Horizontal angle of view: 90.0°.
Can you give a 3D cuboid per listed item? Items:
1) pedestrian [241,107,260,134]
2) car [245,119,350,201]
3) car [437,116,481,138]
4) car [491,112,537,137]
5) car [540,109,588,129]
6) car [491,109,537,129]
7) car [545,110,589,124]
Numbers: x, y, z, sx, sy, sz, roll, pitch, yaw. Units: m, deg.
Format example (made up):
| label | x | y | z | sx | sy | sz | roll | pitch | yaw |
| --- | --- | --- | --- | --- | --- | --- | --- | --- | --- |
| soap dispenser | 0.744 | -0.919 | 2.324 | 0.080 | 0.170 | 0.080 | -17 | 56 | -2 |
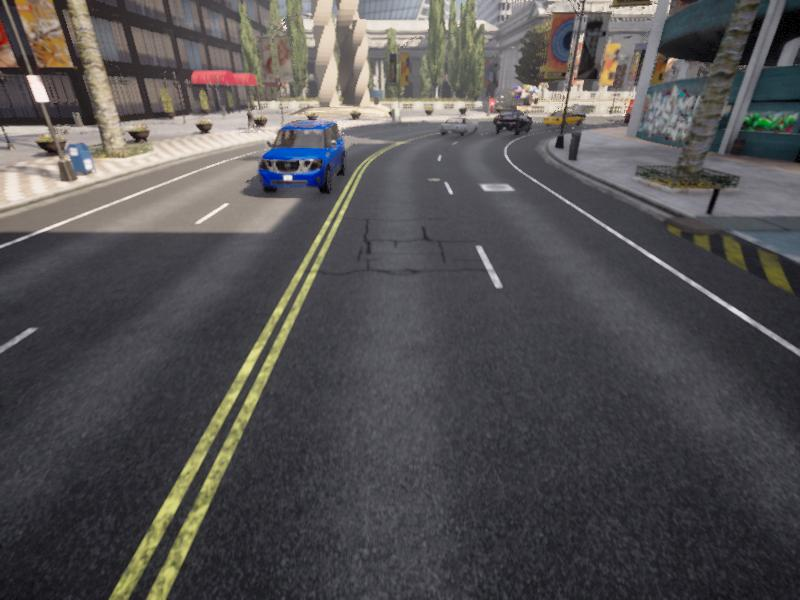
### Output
| label | x | y | z | sx | sy | sz | roll | pitch | yaw |
| --- | --- | --- | --- | --- | --- | --- | --- | --- | --- |
| pedestrian | -11.472 | -13.810 | 30.759 | 0.751 | 1.860 | 0.751 | 13 | 30 | 24 |
| car | -3.362 | -5.333 | 14.614 | 2.150 | 2.045 | 5.566 | 1 | 27 | 2 |
| car | 4.819 | -14.002 | 32.194 | 1.895 | 1.301 | 4.718 | 13 | 30 | 24 |
| car | 9.429 | -14.501 | 32.943 | 2.128 | 1.511 | 4.902 | 16 | 31 | 28 |
| car | 16.330 | -18.057 | 39.754 | 5.366 | 1.575 | 1.801 | -22 | 34 | -36 |
| car | 11.368 | -18.091 | 39.855 | 2.038 | 1.542 | 4.974 | 24 | 35 | 38 |
| car | 18.775 | -20.626 | 45.033 | 4.718 | 1.301 | 1.895 | -16 | 31 | -27 |
